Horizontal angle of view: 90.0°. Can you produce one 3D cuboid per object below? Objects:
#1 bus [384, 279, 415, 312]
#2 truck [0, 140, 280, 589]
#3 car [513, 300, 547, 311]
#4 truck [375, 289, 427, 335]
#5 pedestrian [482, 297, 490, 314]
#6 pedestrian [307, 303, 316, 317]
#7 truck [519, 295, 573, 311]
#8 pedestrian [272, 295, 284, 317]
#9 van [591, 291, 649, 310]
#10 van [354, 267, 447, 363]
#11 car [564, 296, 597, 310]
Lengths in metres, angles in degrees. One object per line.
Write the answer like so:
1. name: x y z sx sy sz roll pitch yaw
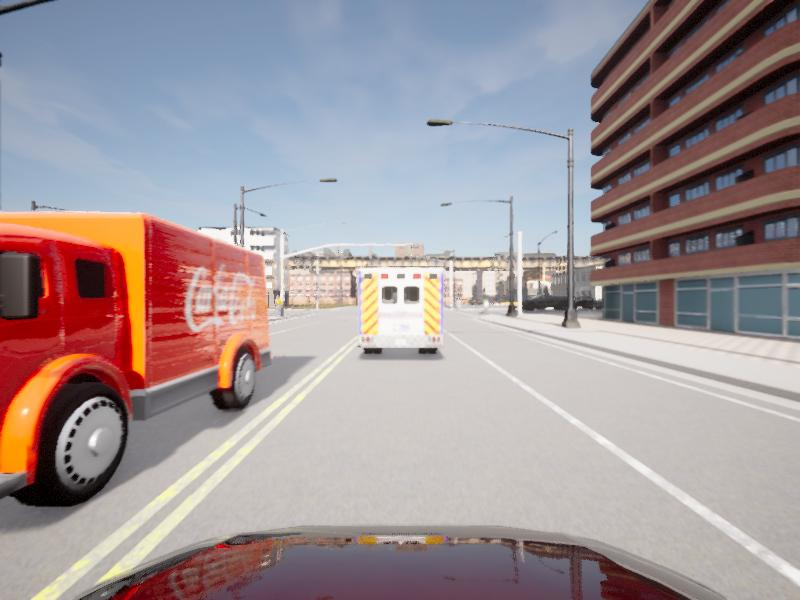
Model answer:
1. bus: -0.008 -0.551 56.056 3.944 4.253 10.273 0 0 0
2. truck: -3.499 0.358 4.666 2.627 2.467 5.204 0 0 0
3. car: 18.445 0.777 56.852 4.181 1.385 1.994 -1 0 1
4. truck: 0.045 0.547 21.572 2.390 2.098 6.274 0 0 0
5. pedestrian: 9.169 0.593 42.689 0.751 1.860 0.751 0 0 -3
6. pedestrian: -8.165 0.924 36.929 0.751 1.300 0.751 0 0 -17
7. truck: 19.340 0.396 53.332 6.274 2.098 2.390 -1 0 1
8. pedestrian: -10.322 0.493 33.916 0.751 1.860 0.751 0 0 8
9. van: 29.067 0.085 53.113 6.366 2.431 2.351 -1 0 1
10. van: 0.026 0.381 13.333 2.351 2.431 6.366 0 0 0
11. car: 25.555 0.414 56.692 3.866 1.878 1.905 -1 0 1
